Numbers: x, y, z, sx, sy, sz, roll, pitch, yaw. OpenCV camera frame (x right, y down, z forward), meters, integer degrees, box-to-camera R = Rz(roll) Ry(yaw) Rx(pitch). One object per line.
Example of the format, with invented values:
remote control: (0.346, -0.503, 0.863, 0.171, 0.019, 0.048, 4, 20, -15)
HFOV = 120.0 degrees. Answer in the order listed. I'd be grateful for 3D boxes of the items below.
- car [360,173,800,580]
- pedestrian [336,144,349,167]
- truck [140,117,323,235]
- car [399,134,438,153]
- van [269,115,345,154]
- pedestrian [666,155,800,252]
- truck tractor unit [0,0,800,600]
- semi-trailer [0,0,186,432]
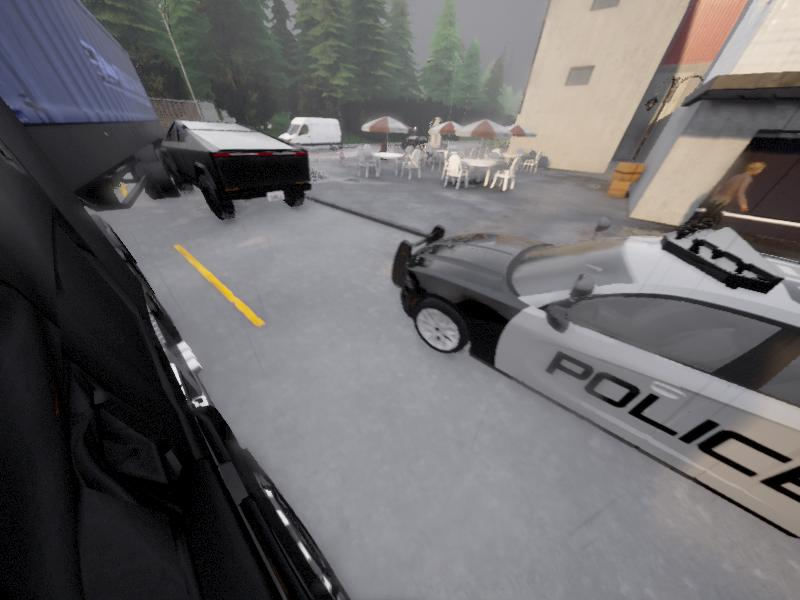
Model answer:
car: (2.189, 0.167, 2.187, 5.238, 1.638, 1.930, 28, 44, 29)
pedestrian: (-3.423, -8.616, 13.798, 0.500, 1.100, 0.500, -13, 40, -20)
truck: (-5.382, -4.239, 7.225, 6.274, 2.098, 2.390, 30, 44, 31)
car: (2.202, -18.169, 26.729, 1.882, 1.535, 5.008, 28, 44, 29)
van: (-8.151, -15.044, 21.096, 1.988, 2.561, 5.915, 27, 43, 29)
pedestrian: (7.409, -2.195, 5.324, 0.751, 1.860, 0.751, 22, 41, 24)
truck tractor unit: (-2.645, -0.295, 0.351, 6.516, 4.208, 3.053, 28, 44, 30)
semi-trailer: (-7.618, -4.175, 5.058, 2.717, 4.402, 14.254, -22, 44, -29)
